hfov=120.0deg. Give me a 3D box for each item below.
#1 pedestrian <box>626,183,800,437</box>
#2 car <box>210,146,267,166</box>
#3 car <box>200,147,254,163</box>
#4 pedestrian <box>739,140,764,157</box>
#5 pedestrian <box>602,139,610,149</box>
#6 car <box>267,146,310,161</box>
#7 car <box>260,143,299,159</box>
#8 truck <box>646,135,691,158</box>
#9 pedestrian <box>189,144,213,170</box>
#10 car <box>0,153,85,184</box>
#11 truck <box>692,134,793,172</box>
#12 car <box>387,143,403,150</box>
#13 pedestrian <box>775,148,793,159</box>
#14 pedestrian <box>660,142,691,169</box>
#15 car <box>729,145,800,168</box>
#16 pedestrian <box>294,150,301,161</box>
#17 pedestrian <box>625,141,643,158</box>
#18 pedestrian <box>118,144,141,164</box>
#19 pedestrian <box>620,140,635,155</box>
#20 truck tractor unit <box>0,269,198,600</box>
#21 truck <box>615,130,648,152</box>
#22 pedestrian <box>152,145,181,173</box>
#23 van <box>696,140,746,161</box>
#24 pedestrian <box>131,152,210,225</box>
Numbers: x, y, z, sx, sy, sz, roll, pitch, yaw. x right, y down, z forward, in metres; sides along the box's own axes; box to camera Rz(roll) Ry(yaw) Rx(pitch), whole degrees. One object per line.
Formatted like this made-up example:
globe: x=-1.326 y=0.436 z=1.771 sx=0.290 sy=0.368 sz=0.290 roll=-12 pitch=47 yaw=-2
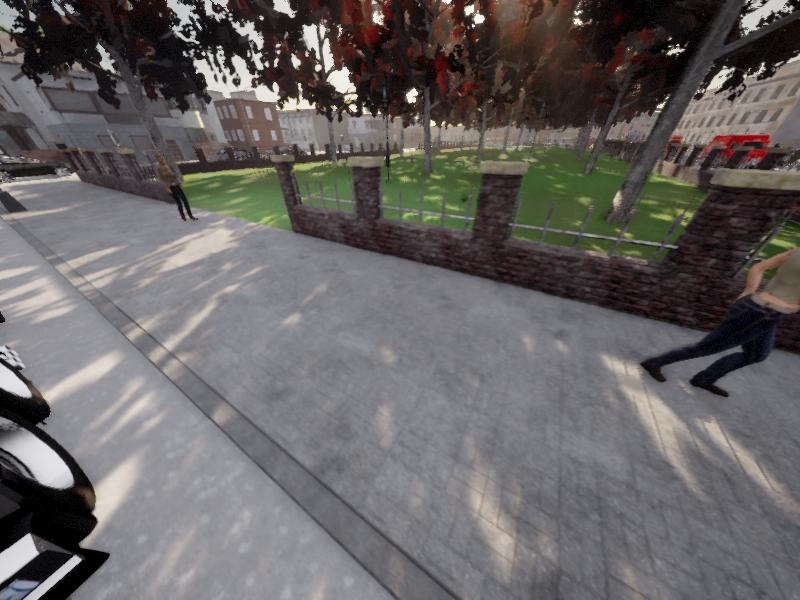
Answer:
pedestrian: x=2.979 y=0.135 z=1.926 sx=0.751 sy=1.860 sz=0.751 roll=-24 pitch=41 yaw=-30
car: x=-18.676 y=-16.903 z=26.986 sx=2.033 sy=1.649 sz=4.856 roll=17 pitch=39 yaw=23
car: x=-21.838 y=-18.488 z=29.389 sx=2.128 sy=1.511 sz=4.902 roll=18 pitch=39 yaw=25
pedestrian: x=46.131 y=-19.909 z=30.343 sx=0.751 sy=1.860 sz=0.751 roll=15 pitch=38 yaw=21
pedestrian: x=47.000 y=-35.489 z=52.699 sx=0.751 sy=1.860 sz=0.751 roll=27 pitch=43 yaw=34
car: x=-15.148 y=-20.230 z=31.835 sx=2.128 sy=1.511 sz=4.902 roll=17 pitch=38 yaw=23
car: x=-17.801 y=-22.236 z=34.414 sx=1.932 sy=1.855 sz=4.605 roll=20 pitch=40 yaw=27
truck: x=38.677 y=-22.346 z=33.552 sx=2.627 sy=2.467 sz=5.204 roll=19 pitch=41 yaw=25
pedestrian: x=-17.389 y=-12.512 z=20.246 sx=0.751 sy=1.860 sz=0.751 roll=19 pitch=39 yaw=25
car: x=-26.429 y=-9.184 z=16.069 sx=2.128 sy=1.511 sz=4.902 roll=4 pitch=35 yaw=7
truck: x=28.904 y=-12.789 z=19.953 sx=2.627 sy=2.467 sz=5.204 roll=18 pitch=39 yaw=25
car: x=-1.185 y=-38.633 z=58.152 sx=1.837 sy=1.490 sz=4.892 roll=18 pitch=39 yaw=25
pedestrian: x=47.538 y=-18.190 z=28.615 sx=0.500 sy=1.100 sz=0.500 roll=11 pitch=36 yaw=16
pedestrian: x=22.502 y=-11.818 z=18.921 sx=0.751 sy=1.860 sz=0.751 roll=19 pitch=39 yaw=25
car: x=34.963 y=-13.851 z=22.166 sx=2.033 sy=1.649 sz=4.856 roll=18 pitch=39 yaw=25
pedestrian: x=-12.623 y=-17.810 z=28.476 sx=0.500 sy=1.100 sz=0.500 roll=-23 pitch=41 yaw=-29
pedestrian: x=30.413 y=-19.635 z=30.077 sx=0.751 sy=1.860 sz=0.751 roll=13 pitch=37 yaw=18
pedestrian: x=-29.652 y=-16.031 z=25.381 sx=0.751 sy=1.860 sz=0.751 roll=18 pitch=39 yaw=24
pedestrian: x=34.523 y=-23.151 z=35.090 sx=0.751 sy=1.860 sz=0.751 roll=11 pitch=36 yaw=16
truck tractor unit: x=-5.119 y=-0.293 z=0.768 sx=6.516 sy=4.208 sz=3.053 roll=18 pitch=39 yaw=24
truck: x=52.751 y=-36.527 z=53.026 sx=2.891 sy=3.827 sz=8.468 roll=18 pitch=39 yaw=25
pedestrian: x=-18.738 y=-11.329 z=18.559 sx=0.751 sy=1.860 sz=0.751 roll=20 pitch=39 yaw=26
van: x=39.861 y=-18.786 z=28.900 sx=1.775 sy=1.987 sz=4.442 roll=18 pitch=39 yaw=25
pedestrian: x=-6.896 y=-3.386 z=7.060 sx=0.751 sy=1.860 sz=0.751 roll=11 pitch=36 yaw=15
